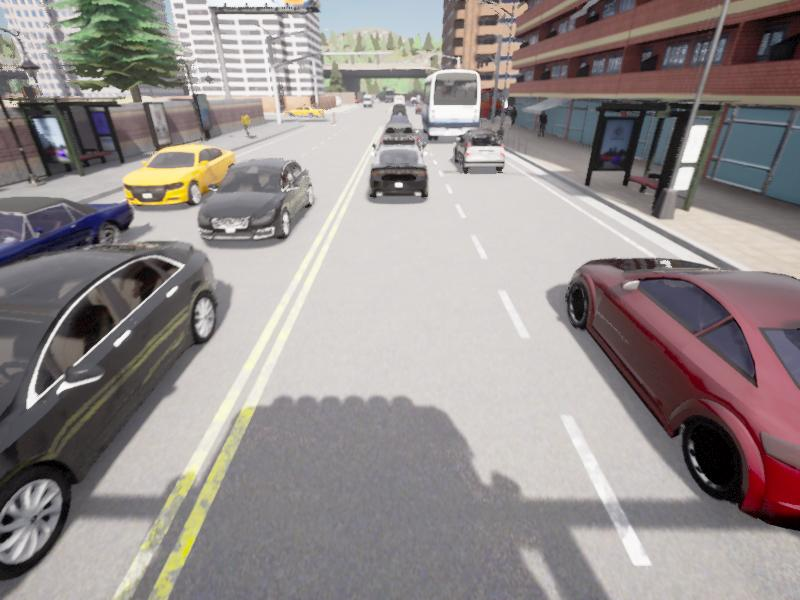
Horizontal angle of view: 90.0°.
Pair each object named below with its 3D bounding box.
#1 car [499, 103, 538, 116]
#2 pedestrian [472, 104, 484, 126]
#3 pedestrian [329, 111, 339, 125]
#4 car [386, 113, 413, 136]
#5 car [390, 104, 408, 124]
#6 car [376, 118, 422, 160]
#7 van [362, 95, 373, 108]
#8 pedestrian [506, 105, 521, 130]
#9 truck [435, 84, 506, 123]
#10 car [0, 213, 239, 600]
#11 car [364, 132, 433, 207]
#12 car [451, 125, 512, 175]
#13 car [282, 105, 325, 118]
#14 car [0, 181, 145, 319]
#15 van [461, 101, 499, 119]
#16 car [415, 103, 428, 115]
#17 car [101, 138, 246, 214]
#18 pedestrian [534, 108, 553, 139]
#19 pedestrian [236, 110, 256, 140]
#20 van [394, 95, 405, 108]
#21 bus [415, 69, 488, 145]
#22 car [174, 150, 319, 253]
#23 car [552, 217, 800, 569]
[{"bbox_3d":[17.184,-27.704,58.141,4.856,1.649,2.033,0,27,0],"label":"car"},{"bbox_3d":[7.524,-17.796,38.448,0.751,1.860,0.751,-6,28,-11],"label":"pedestrian"},{"bbox_3d":[-7.029,-19.335,42.454,0.751,1.300,0.751,5,28,9],"label":"pedestrian"},{"bbox_3d":[-0.054,-14.646,33.312,2.033,1.411,5.357,0,27,0],"label":"car"},{"bbox_3d":[-0.074,-20.513,44.091,1.905,1.878,3.866,0,28,0],"label":"car"},{"bbox_3d":[-0.039,-8.980,22.083,2.242,1.667,4.611,0,28,0],"label":"car"},{"bbox_3d":[-7.152,-44.331,89.338,1.988,2.561,5.915,0,27,0],"label":"van"},{"bbox_3d":[9.560,-15.379,33.772,0.751,1.860,0.751,-3,28,-6],"label":"pedestrian"},{"bbox_3d":[8.387,-23.384,47.468,8.468,3.827,2.891,-20,34,-33],"label":"truck"},{"bbox_3d":[-3.506,0.526,3.954,1.837,1.490,4.892,0,27,0],"label":"car"},{"bbox_3d":[-0.035,-4.727,13.907,1.930,1.638,5.238,0,28,0],"label":"car"},{"bbox_3d":[3.472,-6.776,17.873,1.851,1.617,3.988,0,27,0],"label":"car"},{"bbox_3d":[-13.242,-25.916,54.938,5.366,1.575,1.801,4,28,7],"label":"car"},{"bbox_3d":[-7.014,-0.989,7.117,1.895,1.301,4.718,0,27,0],"label":"car"},{"bbox_3d":[10.302,-24.686,51.937,4.442,1.987,1.775,0,28,0],"label":"van"},{"bbox_3d":[3.396,-30.295,63.425,1.812,1.442,4.674,0,28,0],"label":"car"},{"bbox_3d":[-7.022,-4.286,13.214,1.882,1.535,5.008,0,27,0],"label":"car"},{"bbox_3d":[9.815,-12.117,27.477,0.751,1.860,0.751,0,27,0],"label":"pedestrian"},{"bbox_3d":[-10.480,-11.949,27.286,0.751,1.860,0.751,1,27,3],"label":"pedestrian"},{"bbox_3d":[-0.151,-45.732,92.154,2.351,2.431,6.366,0,27,0],"label":"van"},{"bbox_3d":[3.325,-14.330,29.575,3.944,4.253,10.273,0,27,0],"label":"bus"},{"bbox_3d":[-3.519,-2.791,10.354,1.837,1.490,4.892,0,27,0],"label":"car"},{"bbox_3d":[3.491,0.344,4.395,1.994,1.385,4.181,0,27,0],"label":"car"}]
